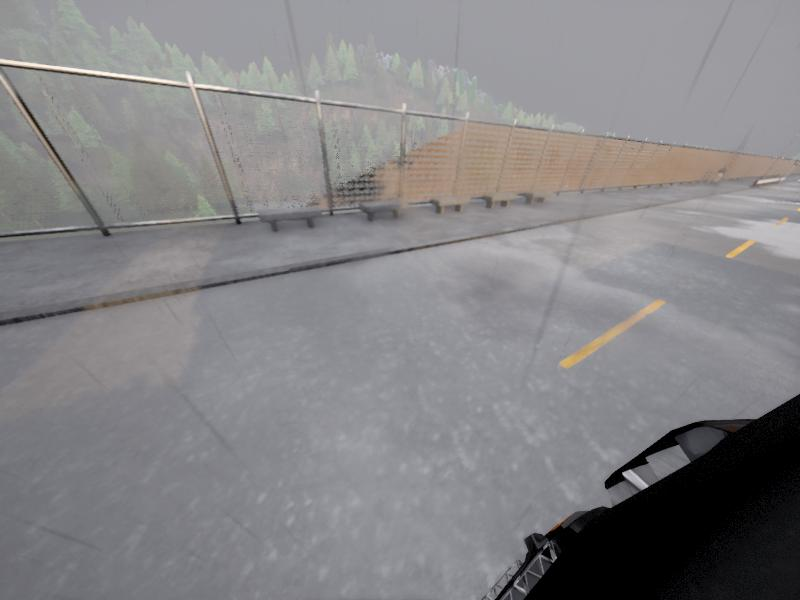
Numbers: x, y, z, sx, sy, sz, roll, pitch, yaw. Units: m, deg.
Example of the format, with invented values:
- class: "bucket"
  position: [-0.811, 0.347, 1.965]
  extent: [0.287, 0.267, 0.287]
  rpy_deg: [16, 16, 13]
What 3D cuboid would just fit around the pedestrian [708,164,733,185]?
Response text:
- class: "pedestrian"
  position: [35.008, -13.718, 25.248]
  extent: [0.751, 1.860, 0.751]
  rpy_deg: [-15, 37, -25]
